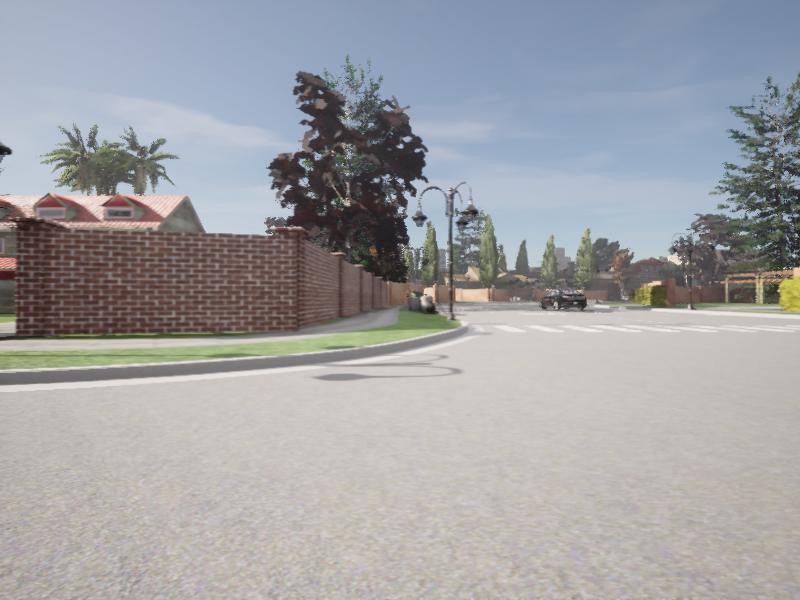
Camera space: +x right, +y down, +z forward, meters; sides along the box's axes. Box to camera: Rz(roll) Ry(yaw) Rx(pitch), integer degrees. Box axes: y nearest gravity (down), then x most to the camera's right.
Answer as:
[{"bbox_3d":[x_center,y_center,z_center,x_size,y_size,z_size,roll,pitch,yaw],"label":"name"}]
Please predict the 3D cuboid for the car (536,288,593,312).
[{"bbox_3d":[11.417,-0.013,28.205,2.128,1.511,4.902,0,0,2],"label":"car"}]

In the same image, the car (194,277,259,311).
[{"bbox_3d":[-10.272,-0.340,24.150,1.932,1.855,4.605,0,0,0],"label":"car"}]

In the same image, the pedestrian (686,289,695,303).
[{"bbox_3d":[40.143,-0.582,55.262,0.751,1.860,0.751,0,0,-18],"label":"pedestrian"}]

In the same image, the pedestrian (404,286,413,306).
[{"bbox_3d":[0.834,-0.405,37.932,0.751,1.860,0.751,0,0,13],"label":"pedestrian"}]

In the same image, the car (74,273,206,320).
[{"bbox_3d":[-10.296,-0.131,16.480,2.152,1.636,5.027,0,0,0],"label":"car"}]
